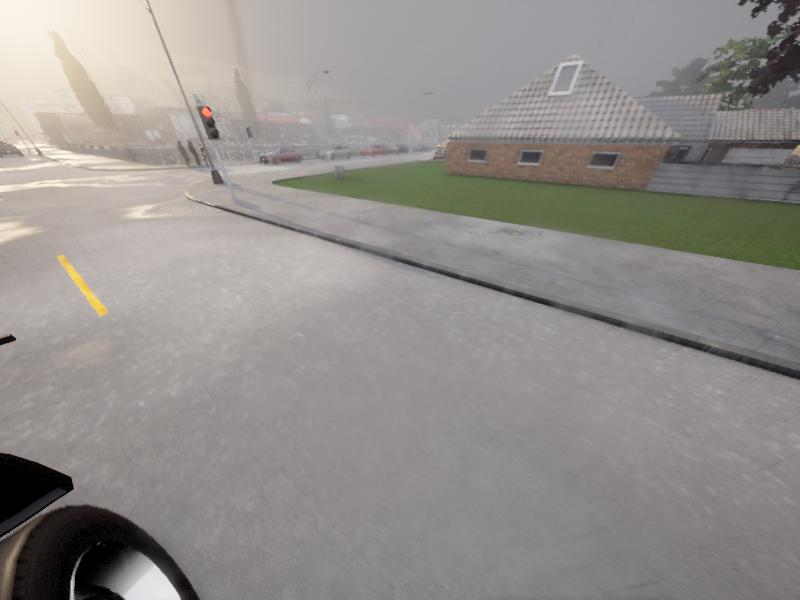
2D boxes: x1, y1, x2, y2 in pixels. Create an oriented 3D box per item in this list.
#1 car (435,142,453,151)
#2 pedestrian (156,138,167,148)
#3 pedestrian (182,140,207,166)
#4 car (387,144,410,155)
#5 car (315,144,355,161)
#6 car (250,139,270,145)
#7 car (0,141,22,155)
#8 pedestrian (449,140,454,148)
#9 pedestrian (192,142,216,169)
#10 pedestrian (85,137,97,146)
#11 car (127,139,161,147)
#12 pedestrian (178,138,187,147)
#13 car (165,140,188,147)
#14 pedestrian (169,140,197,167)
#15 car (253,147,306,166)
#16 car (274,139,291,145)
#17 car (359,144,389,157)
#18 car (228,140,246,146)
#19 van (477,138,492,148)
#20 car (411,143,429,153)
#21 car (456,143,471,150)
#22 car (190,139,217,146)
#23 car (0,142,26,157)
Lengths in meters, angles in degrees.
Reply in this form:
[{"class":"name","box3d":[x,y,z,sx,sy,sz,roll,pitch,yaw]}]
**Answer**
[{"class":"car","box3d":[9.745,-33.696,50.722,1.882,1.535,5.008,21,40,26]},{"class":"pedestrian","box3d":[-52.849,-34.853,51.190,0.751,1.860,0.751,20,40,26]},{"class":"pedestrian","box3d":[-17.781,-12.736,20.016,0.751,1.860,0.751,18,39,24]},{"class":"car","box3d":[-0.209,-24.999,38.273,1.816,1.474,4.193,21,40,26]},{"class":"car","box3d":[-7.920,-18.307,28.606,2.007,1.525,4.514,21,40,26]},{"class":"car","box3d":[-46.989,-53.107,77.679,1.930,1.638,5.238,21,40,26]},{"class":"car","box3d":[-55.453,-21.237,32.262,4.974,1.542,2.038,21,40,26]},{"class":"pedestrian","box3d":[13.655,-41.192,60.942,0.751,1.860,0.751,21,40,26]},{"class":"pedestrian","box3d":[-16.500,-12.216,19.500,0.751,1.860,0.751,28,44,34]},{"class":"pedestrian","box3d":[-78.757,-40.439,58.870,0.751,1.860,0.751,-9,36,-13]},{"class":"car","box3d":[-63.318,-38.867,57.223,2.152,1.651,5.027,21,40,26]},{"class":"pedestrian","box3d":[-52.276,-37.861,55.484,0.751,1.860,0.751,25,42,31]},{"class":"car","box3d":[-59.715,-41.948,61.780,1.970,1.475,3.806,21,40,26]},{"class":"pedestrian","box3d":[-18.039,-12.203,19.269,0.751,1.860,0.751,5,35,6]},{"class":"car","box3d":[-12.067,-14.642,23.476,1.994,1.385,4.181,20,40,26]},{"class":"car","box3d":[-42.464,-57.053,83.346,2.033,1.649,4.856,21,40,26]},{"class":"car","box3d":[-3.690,-21.990,33.902,2.007,1.525,4.514,21,40,27]},{"class":"car","box3d":[-51.192,-49.343,72.485,1.970,1.475,3.806,21,40,26]},{"class":"van","box3d":[25.977,-48.199,70.786,2.351,2.431,6.366,21,40,26]},{"class":"car","box3d":[3.801,-28.516,43.282,1.845,1.501,3.633,21,40,26]},{"class":"car","box3d":[16.258,-39.297,58.918,1.994,1.385,4.181,21,40,27]},{"class":"car","box3d":[-56.184,-45.093,66.157,1.930,1.638,5.238,21,40,26]},{"class":"car","box3d":[-49.936,-19.106,29.333,4.193,1.474,1.816,21,40,27]}]
